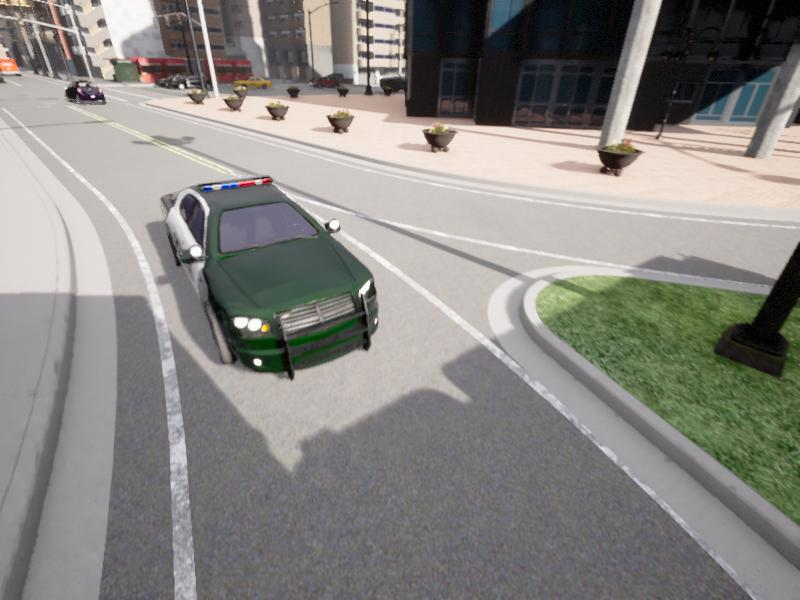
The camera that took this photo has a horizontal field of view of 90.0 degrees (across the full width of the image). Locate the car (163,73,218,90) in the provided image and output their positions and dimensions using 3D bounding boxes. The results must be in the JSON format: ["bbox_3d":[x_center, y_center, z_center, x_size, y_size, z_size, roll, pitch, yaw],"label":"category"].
[{"bbox_3d":[-24.925,-26.025,47.742,5.238,1.638,1.930,-25,40,-38],"label":"car"}]

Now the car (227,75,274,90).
[{"bbox_3d":[-19.478,-28.553,52.503,5.366,1.575,1.801,-25,40,-38],"label":"car"}]

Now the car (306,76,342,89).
[{"bbox_3d":[-11.258,-32.417,59.685,4.856,1.649,2.033,-25,39,-38],"label":"car"}]

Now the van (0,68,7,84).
[{"bbox_3d":[-50.350,-28.030,48.966,1.988,2.561,5.915,-26,40,-38],"label":"van"}]

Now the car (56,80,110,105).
[{"bbox_3d":[-23.646,-15.501,29.815,3.633,1.501,1.845,23,36,32],"label":"car"}]

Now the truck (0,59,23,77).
[{"bbox_3d":[-64.354,-38.085,65.536,2.627,2.467,5.204,-25,40,-38],"label":"truck"}]

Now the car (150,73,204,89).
[{"bbox_3d":[-27.572,-27.242,49.687,1.930,1.638,5.238,27,38,36],"label":"car"}]

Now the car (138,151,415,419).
[{"bbox_3d":[-2.110,-0.843,5.776,2.038,1.542,4.974,-18,36,-30],"label":"car"}]

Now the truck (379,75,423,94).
[{"bbox_3d":[0.134,-30.560,56.724,6.274,2.098,2.390,-25,39,-38],"label":"truck"}]
